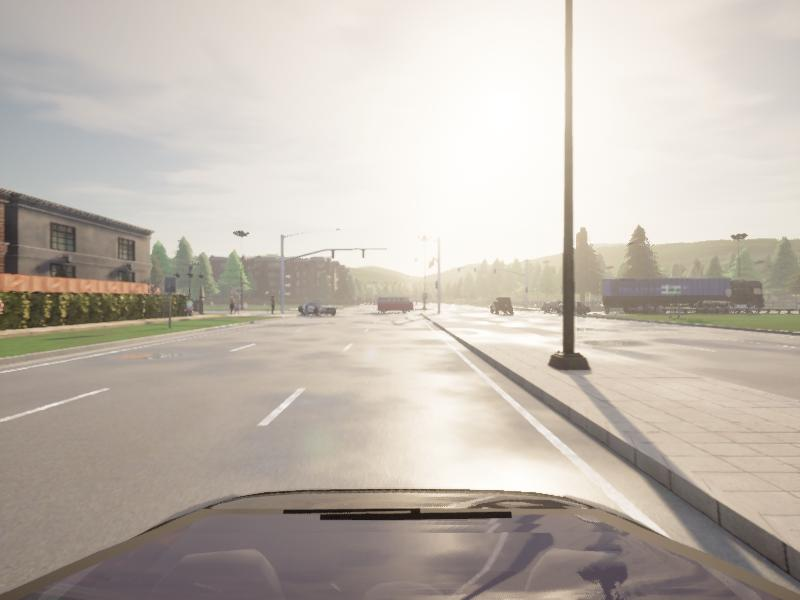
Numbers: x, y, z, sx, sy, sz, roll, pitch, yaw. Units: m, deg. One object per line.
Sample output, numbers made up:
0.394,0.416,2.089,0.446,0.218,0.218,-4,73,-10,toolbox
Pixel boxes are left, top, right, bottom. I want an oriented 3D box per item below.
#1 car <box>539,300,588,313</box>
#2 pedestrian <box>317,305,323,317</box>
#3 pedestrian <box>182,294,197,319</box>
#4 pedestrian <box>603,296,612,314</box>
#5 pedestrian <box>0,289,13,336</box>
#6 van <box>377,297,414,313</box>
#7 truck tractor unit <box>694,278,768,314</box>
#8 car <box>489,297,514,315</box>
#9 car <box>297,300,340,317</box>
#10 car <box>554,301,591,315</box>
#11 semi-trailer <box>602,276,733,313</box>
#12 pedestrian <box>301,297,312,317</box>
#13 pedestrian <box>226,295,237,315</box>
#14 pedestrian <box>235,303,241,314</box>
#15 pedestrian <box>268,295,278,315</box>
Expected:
19.860,0.778,48.754,5.027,1.651,2.152,0,0,-1,car
-7.329,1.015,36.596,0.500,1.100,0.500,0,0,-1,pedestrian
-16.038,0.483,30.546,0.751,1.860,0.751,0,0,0,pedestrian
21.030,0.483,40.536,0.751,1.860,0.751,0,0,34,pedestrian
-15.926,0.484,15.678,0.751,1.860,0.751,0,0,-1,pedestrian
-0.526,0.597,48.544,4.442,1.987,1.775,0,0,-1,van
40.363,-0.518,48.961,6.516,4.208,3.053,0,0,-1,truck tractor unit
11.504,0.645,45.455,1.905,1.878,3.866,0,0,0,car
-8.391,0.824,40.970,2.038,1.542,4.974,0,0,-43,car
18.944,0.867,43.852,4.674,1.442,1.812,0,0,-40,car
32.449,-0.619,48.877,14.254,4.402,2.717,0,0,-1,semi-trailer
-8.554,0.643,36.629,0.751,1.860,0.751,0,0,5,pedestrian
-16.190,0.483,38.445,0.751,1.860,0.751,0,0,-9,pedestrian
-16.046,0.863,39.518,0.500,1.100,0.500,0,0,-17,pedestrian
-11.828,0.452,37.233,0.751,1.860,0.751,0,0,-1,pedestrian
